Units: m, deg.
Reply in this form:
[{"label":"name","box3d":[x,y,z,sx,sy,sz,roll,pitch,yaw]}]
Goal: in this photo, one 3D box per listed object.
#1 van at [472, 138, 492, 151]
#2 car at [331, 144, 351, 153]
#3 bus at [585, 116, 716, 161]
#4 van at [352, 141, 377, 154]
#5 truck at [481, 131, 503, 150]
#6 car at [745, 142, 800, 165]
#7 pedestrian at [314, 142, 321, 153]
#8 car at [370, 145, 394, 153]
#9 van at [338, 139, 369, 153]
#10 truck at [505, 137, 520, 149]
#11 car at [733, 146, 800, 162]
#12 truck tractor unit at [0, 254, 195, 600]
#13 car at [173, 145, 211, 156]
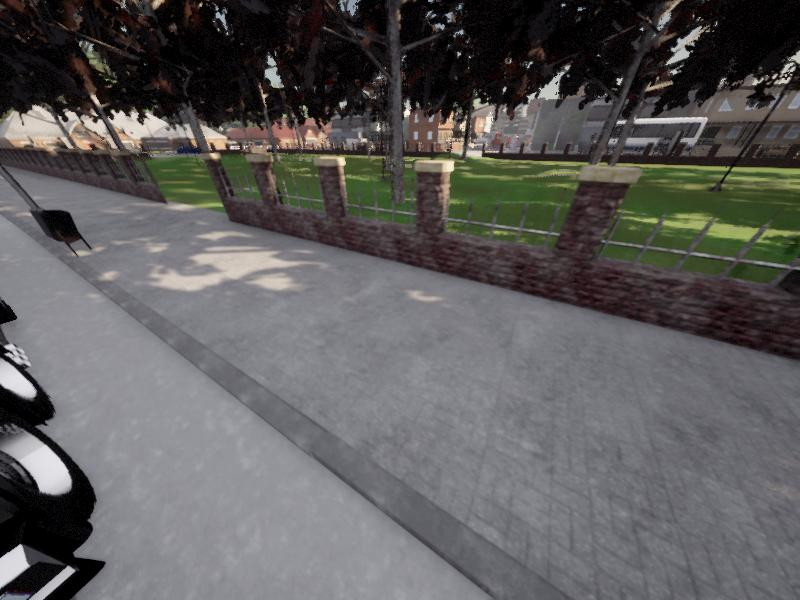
[{"label":"van","box3d":[18.913,-35.744,53.032,2.351,2.431,6.366,19,39,26]},{"label":"car","box3d":[-12.169,-31.303,47.717,3.633,1.501,1.845,17,38,23]},{"label":"bus","box3d":[31.354,-21.005,30.167,10.273,4.253,3.944,19,39,25]},{"label":"van","box3d":[-6.992,-29.772,45.073,4.442,1.987,1.775,17,38,23]},{"label":"truck","box3d":[24.173,-41.764,60.407,2.891,3.827,8.468,18,39,25]},{"label":"car","box3d":[39.570,-14.851,23.334,4.605,1.855,1.932,17,38,24]},{"label":"pedestrian","box3d":[-15.809,-29.279,44.330,0.751,1.860,0.751,18,39,25]},{"label":"car","box3d":[-3.750,-30.986,47.393,4.718,1.301,1.895,20,40,27]},{"label":"van","box3d":[-10.116,-33.739,50.411,6.366,2.431,2.351,18,39,24]},{"label":"truck","box3d":[31.441,-43.971,64.616,2.627,2.467,5.204,17,35,24]},{"label":"car","box3d":[42.046,-16.512,26.072,4.674,1.442,1.812,18,39,24]},{"label":"truck tractor unit","box3d":[-5.095,-0.318,0.799,6.516,4.208,3.053,19,39,25]},{"label":"car","box3d":[-39.787,-28.776,44.327,1.882,1.535,5.008,18,39,24]}]
